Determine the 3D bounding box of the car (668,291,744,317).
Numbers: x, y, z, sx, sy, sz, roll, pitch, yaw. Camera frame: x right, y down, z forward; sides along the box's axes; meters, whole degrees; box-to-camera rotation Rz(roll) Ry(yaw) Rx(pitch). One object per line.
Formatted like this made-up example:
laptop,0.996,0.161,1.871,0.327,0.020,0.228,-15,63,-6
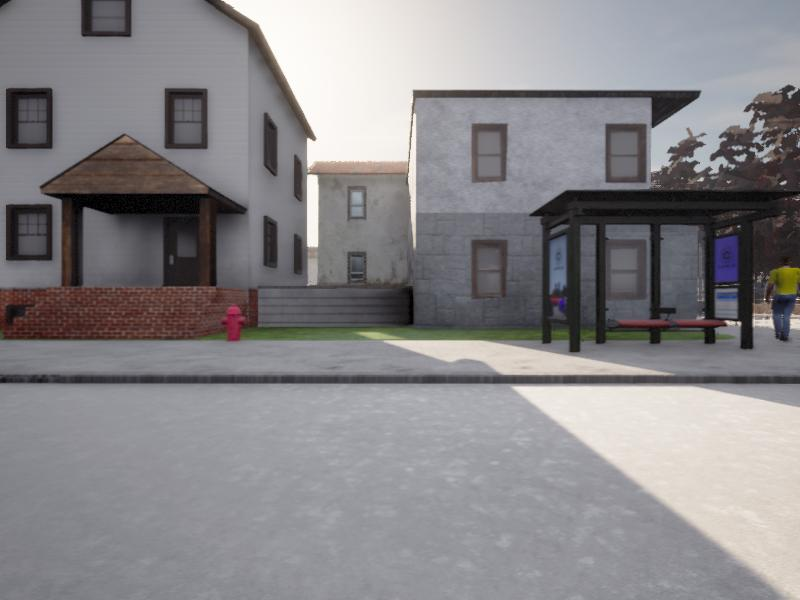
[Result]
car,18.671,0.231,24.604,1.845,1.501,3.633,0,0,-1

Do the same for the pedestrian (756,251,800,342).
pedestrian,8.225,-0.073,8.606,0.751,1.860,0.751,0,0,34

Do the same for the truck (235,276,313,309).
truck,-14.985,-0.925,48.031,8.468,3.827,2.891,0,0,1

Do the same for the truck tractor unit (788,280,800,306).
truck tractor unit,63.991,-1.101,61.235,3.053,4.208,6.516,0,0,1

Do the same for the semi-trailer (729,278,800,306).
semi-trailer,64.023,-1.195,69.146,2.717,4.402,14.254,0,0,0

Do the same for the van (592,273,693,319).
van,14.524,-0.217,24.598,2.351,2.431,6.366,0,0,0
